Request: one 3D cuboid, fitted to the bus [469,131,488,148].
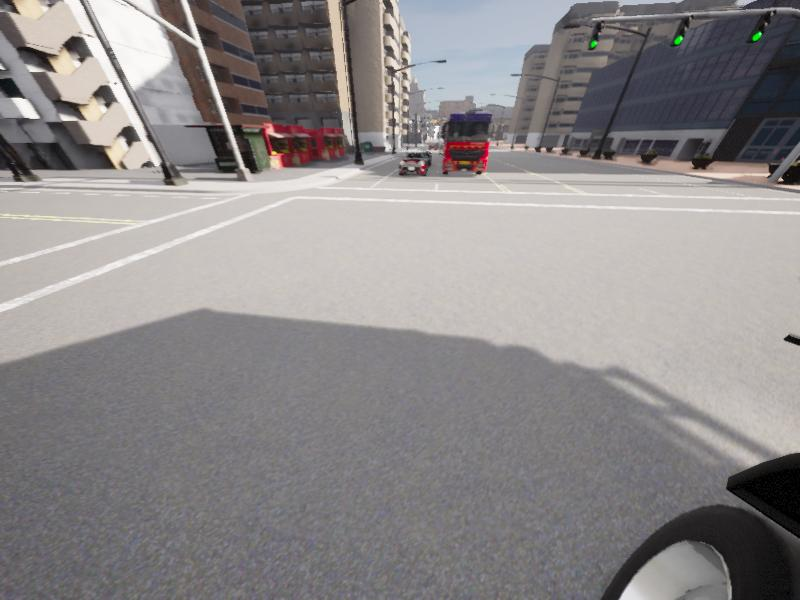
[{"bbox_3d":[25.744,-53.193,76.179,3.944,4.253,10.273,5,37,7],"label":"bus"}]

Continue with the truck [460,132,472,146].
[{"bbox_3d":[23.599,-58.180,83.271,2.891,3.827,8.468,5,37,7],"label":"truck"}]

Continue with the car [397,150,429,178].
[{"bbox_3d":[1.034,-10.051,16.914,1.970,1.475,3.806,5,35,7],"label":"car"}]

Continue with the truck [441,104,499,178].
[{"bbox_3d":[4.864,-12.241,17.998,2.891,3.827,8.468,5,35,7],"label":"truck"}]

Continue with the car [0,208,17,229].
[{"bbox_3d":[-14.798,-2.648,6.308,5.027,1.651,2.152,5,36,8],"label":"car"}]

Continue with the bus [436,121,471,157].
[{"bbox_3d":[8.323,-26.010,37.568,3.944,4.253,10.273,2,34,4],"label":"bus"}]

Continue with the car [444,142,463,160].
[{"bbox_3d":[6.902,-19.449,30.120,1.905,1.878,3.866,4,35,7],"label":"car"}]

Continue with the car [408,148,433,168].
[{"bbox_3d":[2.089,-13.951,22.624,1.994,1.385,4.181,5,35,7],"label":"car"}]

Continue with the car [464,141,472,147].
[{"bbox_3d":[21.983,-50.680,75.005,2.033,1.649,4.856,5,37,7],"label":"car"}]
